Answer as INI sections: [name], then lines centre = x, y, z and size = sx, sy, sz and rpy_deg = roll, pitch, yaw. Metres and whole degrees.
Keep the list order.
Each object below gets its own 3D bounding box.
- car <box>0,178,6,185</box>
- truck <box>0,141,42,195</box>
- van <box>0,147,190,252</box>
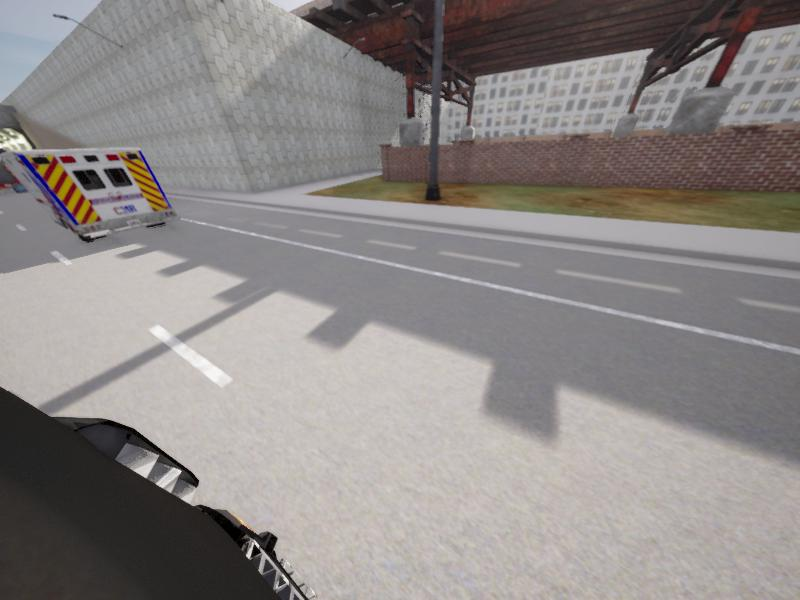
[car]
centre = -53.323, -15.639, 29.769
size = 4.674, 1.442, 1.812
rpy_deg = 16, 38, 26
[truck]
centre = -37.899, -12.149, 21.318
size = 8.468, 3.827, 2.891
rpy_deg = 16, 38, 26
[van]
centre = -10.846, -3.739, 8.086
size = 6.366, 2.431, 2.351
rpy_deg = 16, 38, 26
